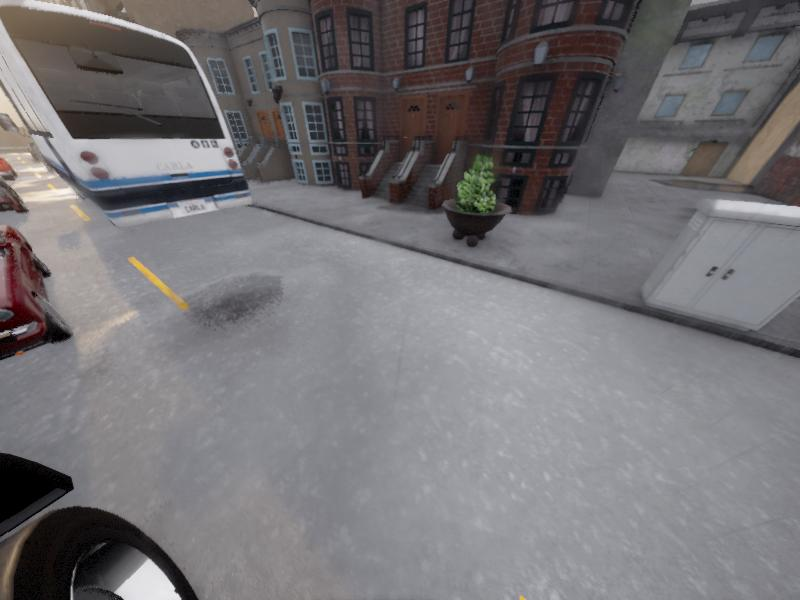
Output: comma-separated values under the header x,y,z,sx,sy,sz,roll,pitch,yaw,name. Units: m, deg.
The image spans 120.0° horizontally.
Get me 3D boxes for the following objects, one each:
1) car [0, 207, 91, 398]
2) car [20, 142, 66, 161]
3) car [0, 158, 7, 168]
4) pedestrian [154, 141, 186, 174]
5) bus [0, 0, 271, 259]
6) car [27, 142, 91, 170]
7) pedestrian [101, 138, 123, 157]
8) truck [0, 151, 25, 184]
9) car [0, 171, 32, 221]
x,y,z,sx,sy,sz,roll,pitch,yaw,name
-6.286,-0.153,2.954,4.718,1.301,1.895,22,41,28,car
-39.879,-16.639,25.795,4.856,1.649,2.033,23,41,28,car
-35.629,-12.262,19.389,3.866,1.878,1.905,22,41,28,car
-15.567,-9.678,15.685,0.751,1.860,0.751,26,42,31,pedestrian
-9.738,-5.396,7.813,10.273,4.253,3.944,23,41,28,bus
-28.632,-12.189,19.426,4.553,1.767,2.097,22,41,28,car
-34.895,-18.491,28.039,0.751,1.860,0.751,18,39,24,pedestrian
-25.028,-8.237,13.239,5.204,2.467,2.627,23,41,27,truck
-14.772,-3.628,7.756,4.181,1.385,1.994,22,41,28,car
